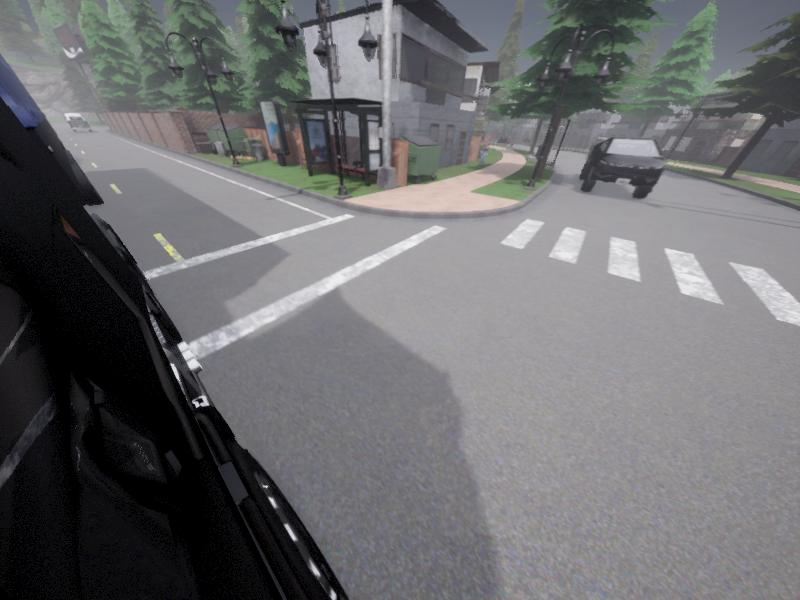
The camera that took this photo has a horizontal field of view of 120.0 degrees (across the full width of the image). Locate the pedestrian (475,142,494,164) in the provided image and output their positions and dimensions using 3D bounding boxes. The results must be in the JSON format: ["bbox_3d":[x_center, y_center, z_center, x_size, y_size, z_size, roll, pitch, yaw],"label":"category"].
[{"bbox_3d":[6.190,-10.811,16.977,0.751,1.300,0.751,-23,44,-30],"label":"pedestrian"}]

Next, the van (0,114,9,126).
[{"bbox_3d":[-61.607,-26.611,33.511,2.069,2.038,4.480,27,43,29],"label":"van"}]

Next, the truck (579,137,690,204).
[{"bbox_3d":[10.748,-6.679,11.372,2.390,2.098,6.274,22,41,24],"label":"truck"}]

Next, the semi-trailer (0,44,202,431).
[{"bbox_3d":[-8.698,-3.599,4.237,14.254,4.402,2.717,28,44,30],"label":"semi-trailer"}]

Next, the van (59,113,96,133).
[{"bbox_3d":[-44.362,-24.390,31.800,4.480,2.038,2.069,28,44,30],"label":"van"}]

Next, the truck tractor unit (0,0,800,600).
[{"bbox_3d":[-2.645,-0.295,0.351,6.516,4.208,3.053,28,44,30],"label":"truck tractor unit"}]

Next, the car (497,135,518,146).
[{"bbox_3d":[20.165,-29.959,43.375,1.845,1.501,3.633,-3,37,-7],"label":"car"}]

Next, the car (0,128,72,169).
[{"bbox_3d":[-18.903,-7.789,11.759,4.181,1.385,1.994,28,44,30],"label":"car"}]

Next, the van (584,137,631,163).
[{"bbox_3d":[21.676,-15.906,24.382,1.775,1.987,4.442,12,38,12],"label":"van"}]
